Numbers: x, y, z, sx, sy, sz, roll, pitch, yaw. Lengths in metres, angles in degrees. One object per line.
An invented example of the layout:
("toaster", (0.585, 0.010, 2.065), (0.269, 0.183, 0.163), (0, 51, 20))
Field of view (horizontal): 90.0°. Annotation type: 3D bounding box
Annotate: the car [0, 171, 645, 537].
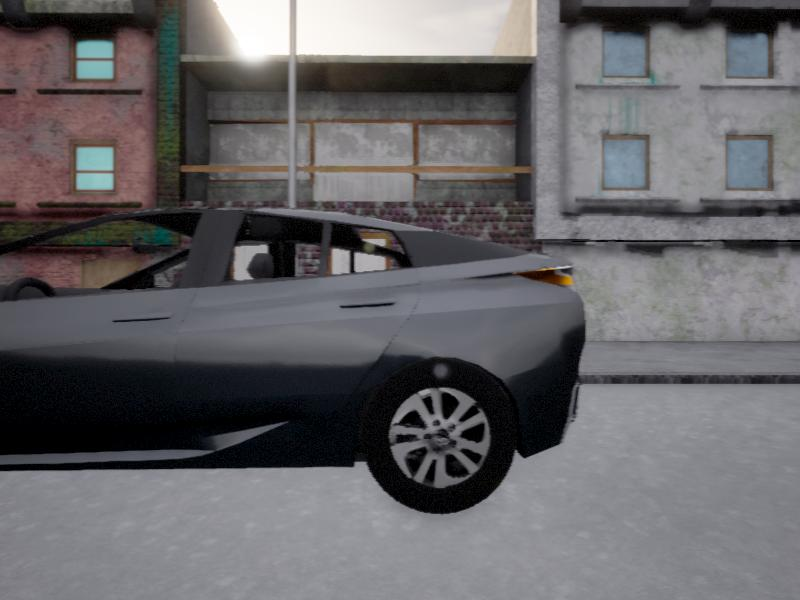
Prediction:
("car", (-1.228, 0.226, 2.676), (4.514, 1.525, 2.007), (0, 0, -1))
